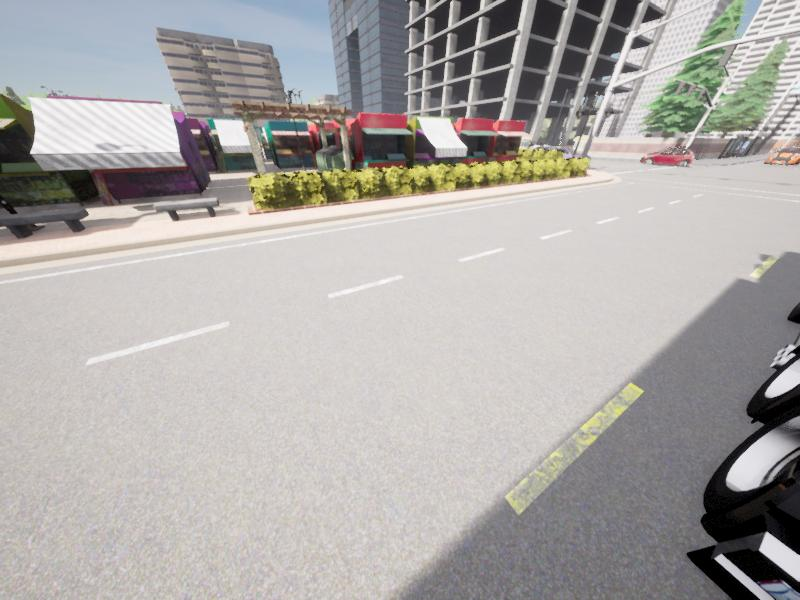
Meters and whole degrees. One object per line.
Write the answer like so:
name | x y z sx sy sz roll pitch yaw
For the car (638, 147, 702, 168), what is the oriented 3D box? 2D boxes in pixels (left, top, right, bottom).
car | 28.566 -15.241 24.623 3.988 1.617 1.851 29 44 34

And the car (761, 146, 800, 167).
car | 44.193 -16.424 26.328 4.553 1.767 2.097 -18 39 -24

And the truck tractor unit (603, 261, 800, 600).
truck tractor unit | 5.105 -0.306 0.790 6.516 4.208 3.053 -18 39 -24

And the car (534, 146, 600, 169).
car | 16.781 -14.592 23.545 2.033 1.649 4.856 -18 39 -24
